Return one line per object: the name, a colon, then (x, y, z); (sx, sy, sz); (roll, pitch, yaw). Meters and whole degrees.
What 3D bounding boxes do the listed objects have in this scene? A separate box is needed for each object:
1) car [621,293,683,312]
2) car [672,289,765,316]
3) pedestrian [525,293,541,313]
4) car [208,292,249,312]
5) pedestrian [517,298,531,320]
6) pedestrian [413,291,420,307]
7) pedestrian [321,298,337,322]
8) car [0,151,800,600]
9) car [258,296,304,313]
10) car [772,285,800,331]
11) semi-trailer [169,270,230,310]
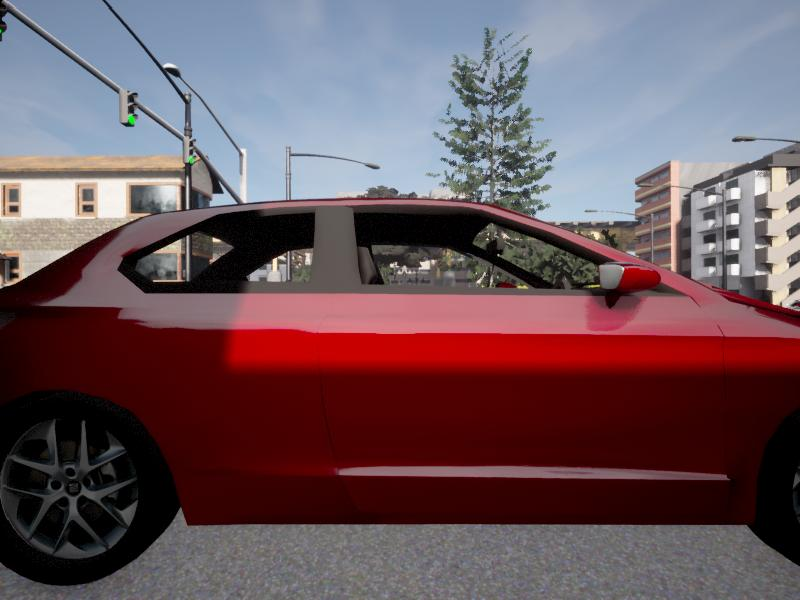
car: (20.871, 0.221, 33.437); (2.163, 1.488, 4.792); (0, 0, 0)
car: (20.807, 0.147, 26.503); (2.152, 1.651, 5.027); (0, 0, 1)
pedestrian: (8.879, 0.190, 26.702); (0.751, 1.300, 0.751); (0, 0, 45)
car: (-18.602, 0.151, 43.268); (5.566, 2.045, 2.150); (1, 1, 45)
pedestrian: (6.270, 0.439, 20.225); (0.500, 1.100, 0.500); (0, 0, -13)
pedestrian: (2.045, -0.103, 48.909); (0.751, 1.860, 0.751); (0, 0, -5)
pedestrian: (-3.277, 0.457, 18.456); (0.500, 1.100, 0.500); (0, 0, -43)
car: (0.276, 0.255, 2.204); (4.193, 1.474, 1.816); (0, 0, 0)
car: (-10.557, 0.387, 35.273); (4.674, 1.442, 1.812); (0, 0, 45)
car: (14.633, 0.241, 12.701); (3.806, 1.475, 1.970); (0, 0, 0)
semi-trailer: (-25.516, -1.025, 50.248); (2.717, 4.402, 14.254); (0, 0, -44)
